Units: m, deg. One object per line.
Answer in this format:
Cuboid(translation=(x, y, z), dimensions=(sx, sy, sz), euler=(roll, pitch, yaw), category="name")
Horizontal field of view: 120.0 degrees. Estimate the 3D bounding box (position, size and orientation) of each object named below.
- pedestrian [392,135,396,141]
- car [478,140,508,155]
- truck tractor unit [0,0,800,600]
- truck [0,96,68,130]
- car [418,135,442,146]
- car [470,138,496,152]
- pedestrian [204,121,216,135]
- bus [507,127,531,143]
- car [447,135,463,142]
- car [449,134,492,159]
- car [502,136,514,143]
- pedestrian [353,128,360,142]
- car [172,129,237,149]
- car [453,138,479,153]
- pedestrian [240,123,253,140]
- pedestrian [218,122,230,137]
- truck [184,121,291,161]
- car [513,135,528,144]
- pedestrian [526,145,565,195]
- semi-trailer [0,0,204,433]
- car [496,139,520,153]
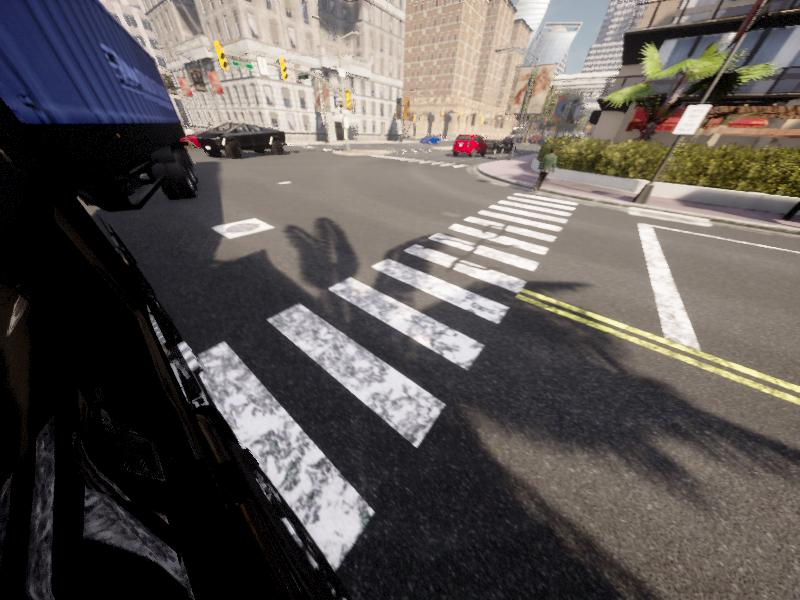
Cuboid(translation=(-1.229, -32.680, 46.584), dimensions=(0.500, 1.100, 0.500), euler=(26, 43, 29), category="pedestrian")
Cuboid(translation=(12.229, -20.076, 30.373), dimensions=(1.837, 1.490, 4.892), euler=(26, 43, 28), category="car")
Cuboid(translation=(-2.645, -0.295, 0.351), dimensions=(6.516, 4.208, 3.053), euler=(28, 44, 30), category="truck tractor unit")
Cuboid(translation=(-59.319, -30.205, 37.475), dimensions=(2.891, 3.827, 8.468), euler=(-20, 42, -28), category="truck")
Cuboid(translation=(5.670, -29.792, 43.053), dimensions=(1.882, 1.535, 5.008), euler=(26, 43, 29), category="car")
Cuboid(translation=(12.884, -23.951, 35.630), dimensions=(2.007, 1.525, 4.514), euler=(26, 43, 29), category="car")
Cuboid(translation=(-31.247, -28.263, 38.024), dimensions=(0.751, 1.860, 0.751), euler=(27, 43, 29), category="pedestrian")
Cuboid(translation=(40.917, -56.517, 79.196), dimensions=(3.944, 4.253, 10.273), euler=(26, 43, 28), category="bus")
Cuboid(translation=(15.114, -44.838, 64.025), dimensions=(3.633, 1.501, 1.845), euler=(26, 42, 28), category="car")
Cuboid(translation=(7.924, -17.126, 25.638), dimensions=(2.150, 2.045, 5.566), euler=(26, 42, 28), category="car")
Cuboid(translation=(34.271, -50.846, 73.106), dimensions=(1.905, 1.878, 3.866), euler=(26, 43, 28), category="car")
Cuboid(translation=(-7.062, -26.929, 37.787), dimensions=(0.751, 1.860, 0.751), euler=(25, 42, 27), category="pedestrian")
Cuboid(translation=(-18.599, -15.440, 22.211), dimensions=(4.181, 1.385, 1.994), euler=(-8, 38, -15), category="car")
Cuboid(translation=(9.085, -21.182, 31.614), dimensions=(1.789, 1.549, 3.705), euler=(26, 43, 29), category="car")
Cuboid(translation=(-21.070, -23.152, 31.770), dimensions=(0.751, 1.860, 0.751), euler=(20, 40, 21), category="pedestrian")
Cuboid(translation=(-27.519, -26.707, 36.161), dimensions=(0.751, 1.860, 0.751), euler=(31, 45, 32), category="pedestrian")
Cuboid(translation=(-11.740, -12.138, 17.572), dimensions=(2.390, 2.098, 6.274), euler=(14, 38, 15), category="truck")
Cuboid(translation=(37.509, -49.897, 71.890), dimensions=(2.150, 2.045, 5.566), euler=(26, 43, 28), category="car")
Cuboid(translation=(6.497, -5.815, 10.362), dimensions=(0.751, 1.860, 0.751), euler=(27, 43, 30), category="pedestrian")
Cuboid(translation=(-7.341, -4.262, 5.235), dimensions=(2.717, 4.402, 14.254), euler=(-20, 42, -26), category="semi-trailer")
Cuboid(translation=(16.125, -22.967, 34.440), dimensions=(1.851, 1.617, 3.988), euler=(26, 42, 28), category="car")
